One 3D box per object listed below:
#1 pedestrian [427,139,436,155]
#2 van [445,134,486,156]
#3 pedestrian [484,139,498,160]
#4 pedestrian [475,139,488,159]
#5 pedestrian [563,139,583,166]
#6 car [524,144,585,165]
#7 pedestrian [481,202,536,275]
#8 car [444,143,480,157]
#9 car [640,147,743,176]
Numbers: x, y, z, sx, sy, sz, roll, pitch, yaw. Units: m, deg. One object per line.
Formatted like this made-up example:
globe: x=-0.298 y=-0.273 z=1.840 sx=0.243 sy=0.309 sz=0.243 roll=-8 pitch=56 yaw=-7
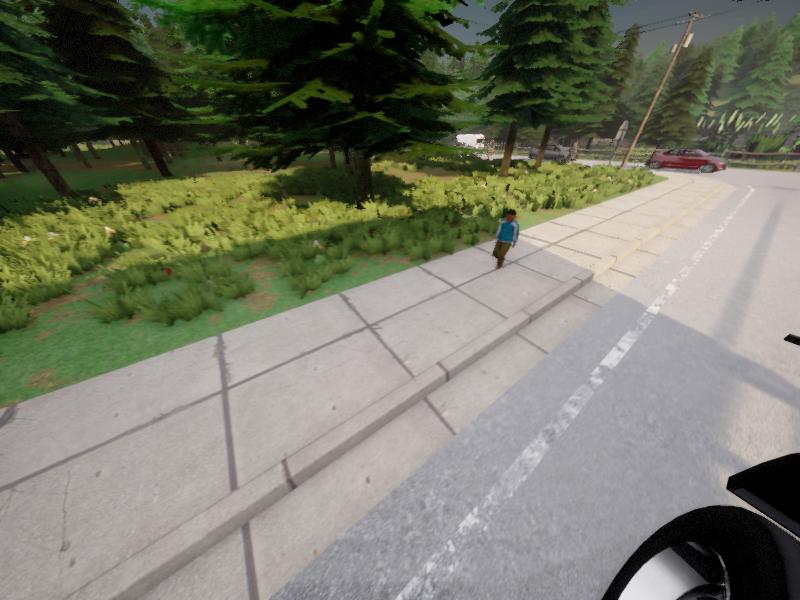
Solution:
pedestrian: x=4.224 y=-20.786 z=31.387 sx=0.751 sy=1.860 sz=0.751 roll=-21 pitch=40 yaw=-26
van: x=9.931 y=-23.971 z=35.578 sx=1.988 sy=2.561 sz=5.915 roll=-22 pitch=41 yaw=-27
pedestrian: x=9.805 y=-16.238 z=24.877 sx=0.751 sy=1.860 sz=0.751 roll=-18 pitch=39 yaw=-23
pedestrian: x=9.110 y=-16.980 z=25.936 sx=0.751 sy=1.860 sz=0.751 roll=-18 pitch=39 yaw=-23
pedestrian: x=14.496 y=-12.407 z=19.406 sx=0.751 sy=1.860 sz=0.751 roll=19 pitch=40 yaw=25
car: x=15.677 y=-15.027 z=23.707 sx=2.007 sy=1.525 sz=4.514 roll=-20 pitch=40 yaw=-26
pedestrian: x=1.949 y=-1.120 z=4.220 sx=0.500 sy=1.100 sz=0.500 roll=29 pitch=45 yaw=35
car: x=8.601 y=-21.119 z=32.418 sx=2.007 sy=1.525 sz=4.514 roll=-22 pitch=40 yaw=-27
car: x=21.034 y=-10.239 z=16.925 sx=1.816 sy=1.474 sz=4.193 roll=-20 pitch=40 yaw=-26
